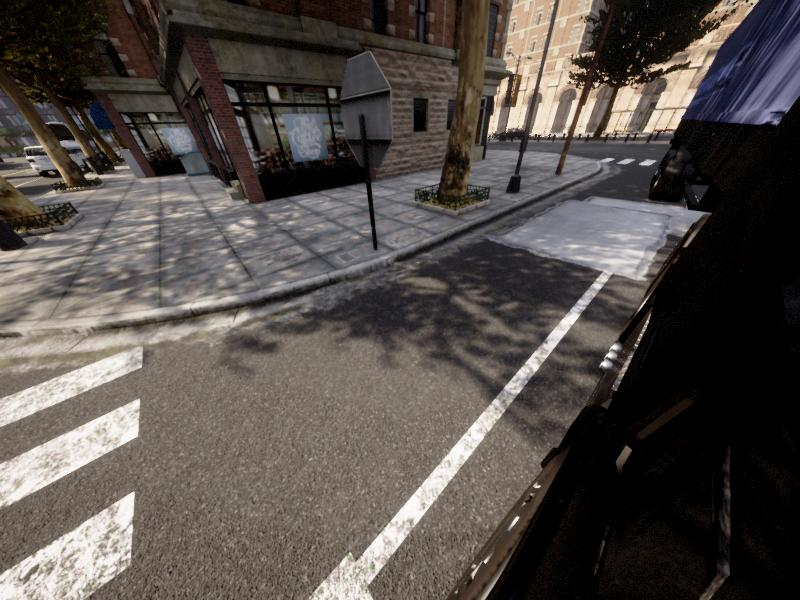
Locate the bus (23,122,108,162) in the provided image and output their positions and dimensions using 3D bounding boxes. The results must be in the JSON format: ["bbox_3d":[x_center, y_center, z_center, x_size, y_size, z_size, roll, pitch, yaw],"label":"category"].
[{"bbox_3d":[-49.237,-23.657,34.707,3.944,4.253,10.273,-28,42,-29],"label":"bus"}]

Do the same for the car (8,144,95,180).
[{"bbox_3d":[-28.320,-11.572,19.143,2.435,2.045,5.566,-28,44,-30],"label":"car"}]

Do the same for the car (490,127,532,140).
[{"bbox_3d":[17.088,-25.678,35.689,5.357,1.411,2.033,23,44,31],"label":"car"}]

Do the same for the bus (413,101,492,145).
[{"bbox_3d":[6.706,-24.483,32.354,3.944,4.253,10.273,-28,44,-30],"label":"bus"}]

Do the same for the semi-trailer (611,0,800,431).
[{"bbox_3d":[8.070,-3.974,4.756,2.717,4.402,14.254,27,46,33],"label":"semi-trailer"}]

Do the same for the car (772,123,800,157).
[{"bbox_3d":[24.092,-8.306,11.983,1.837,1.490,4.892,-28,44,-30],"label":"car"}]

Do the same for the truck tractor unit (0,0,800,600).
[{"bbox_3d":[2.645,-0.295,0.351,6.516,4.208,3.053,-28,44,-30],"label":"truck tractor unit"}]

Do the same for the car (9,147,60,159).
[{"bbox_3d":[-71.905,-29.022,45.570,4.974,1.542,2.038,-28,44,-30],"label":"car"}]
